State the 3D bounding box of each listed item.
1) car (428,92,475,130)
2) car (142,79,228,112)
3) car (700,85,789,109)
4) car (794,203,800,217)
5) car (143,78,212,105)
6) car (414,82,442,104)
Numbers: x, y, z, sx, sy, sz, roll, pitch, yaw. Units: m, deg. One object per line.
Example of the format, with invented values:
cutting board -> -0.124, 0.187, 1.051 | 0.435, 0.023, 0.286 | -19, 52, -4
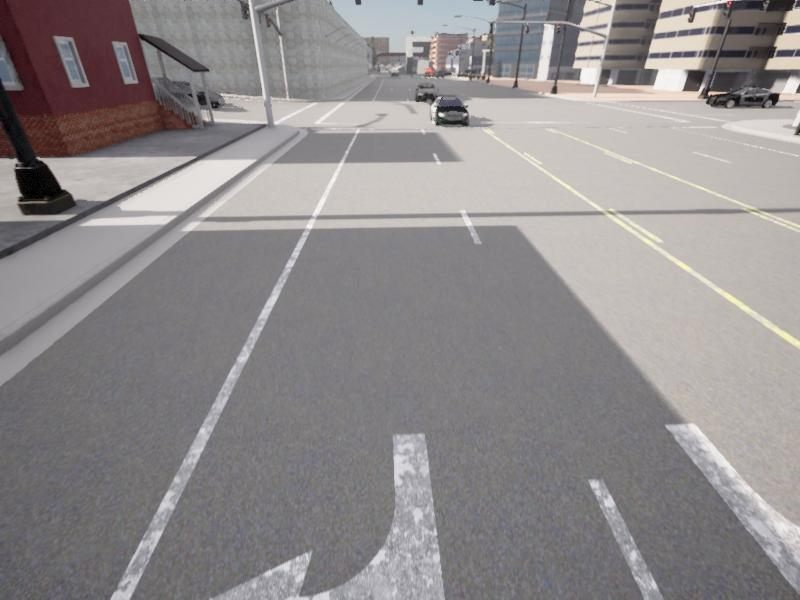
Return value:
car -> 2.926, -11.377, 23.920 | 2.038, 1.542, 4.974 | -1, 31, -1
car -> -15.276, -14.693, 28.691 | 4.856, 1.649, 2.033 | 3, 30, -4
car -> 28.085, -16.640, 32.752 | 5.238, 1.638, 1.930 | -1, 30, -1
car -> 10.304, -1.439, 6.912 | 1.882, 1.535, 5.008 | -1, 30, -1
car -> -17.445, -16.467, 31.615 | 4.181, 1.385, 1.994 | 4, 30, -4
car -> 2.600, -19.850, 38.280 | 2.242, 1.667, 4.611 | -1, 30, -1
